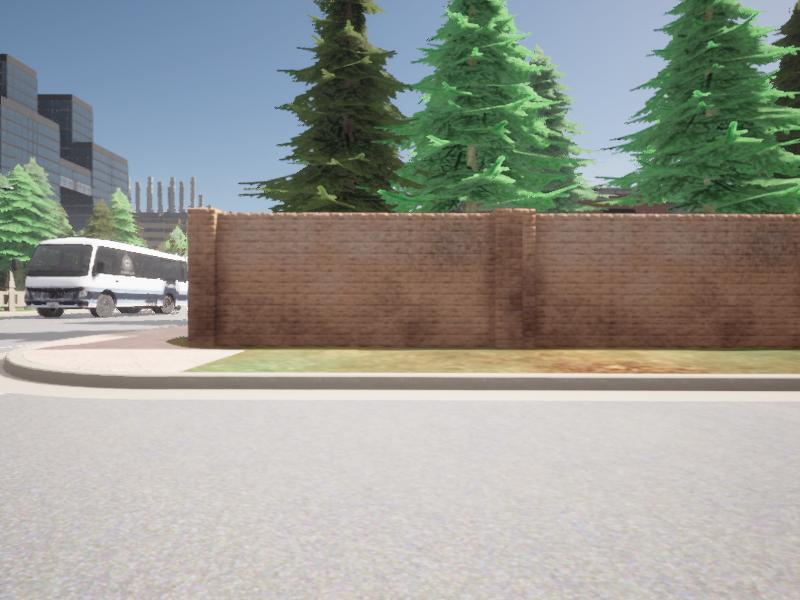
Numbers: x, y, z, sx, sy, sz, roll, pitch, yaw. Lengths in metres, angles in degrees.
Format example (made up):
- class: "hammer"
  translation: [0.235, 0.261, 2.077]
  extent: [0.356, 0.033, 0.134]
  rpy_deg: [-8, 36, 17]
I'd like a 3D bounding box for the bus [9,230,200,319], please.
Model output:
- class: "bus"
  translation: [-16.699, -1.177, 24.251]
  extent: [3.944, 4.253, 10.273]
  rpy_deg: [0, 0, 0]
